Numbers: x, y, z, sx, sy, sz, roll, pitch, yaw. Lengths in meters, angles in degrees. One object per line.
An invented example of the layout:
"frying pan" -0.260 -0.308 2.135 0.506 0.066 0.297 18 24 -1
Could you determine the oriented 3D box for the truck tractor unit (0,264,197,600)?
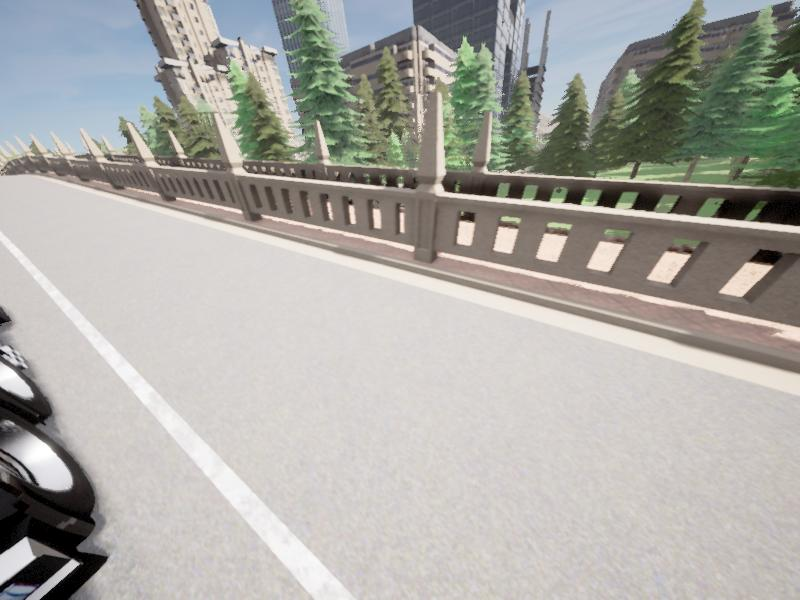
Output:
"truck tractor unit" -5.112 -0.298 0.784 6.516 4.208 3.053 18 39 24
